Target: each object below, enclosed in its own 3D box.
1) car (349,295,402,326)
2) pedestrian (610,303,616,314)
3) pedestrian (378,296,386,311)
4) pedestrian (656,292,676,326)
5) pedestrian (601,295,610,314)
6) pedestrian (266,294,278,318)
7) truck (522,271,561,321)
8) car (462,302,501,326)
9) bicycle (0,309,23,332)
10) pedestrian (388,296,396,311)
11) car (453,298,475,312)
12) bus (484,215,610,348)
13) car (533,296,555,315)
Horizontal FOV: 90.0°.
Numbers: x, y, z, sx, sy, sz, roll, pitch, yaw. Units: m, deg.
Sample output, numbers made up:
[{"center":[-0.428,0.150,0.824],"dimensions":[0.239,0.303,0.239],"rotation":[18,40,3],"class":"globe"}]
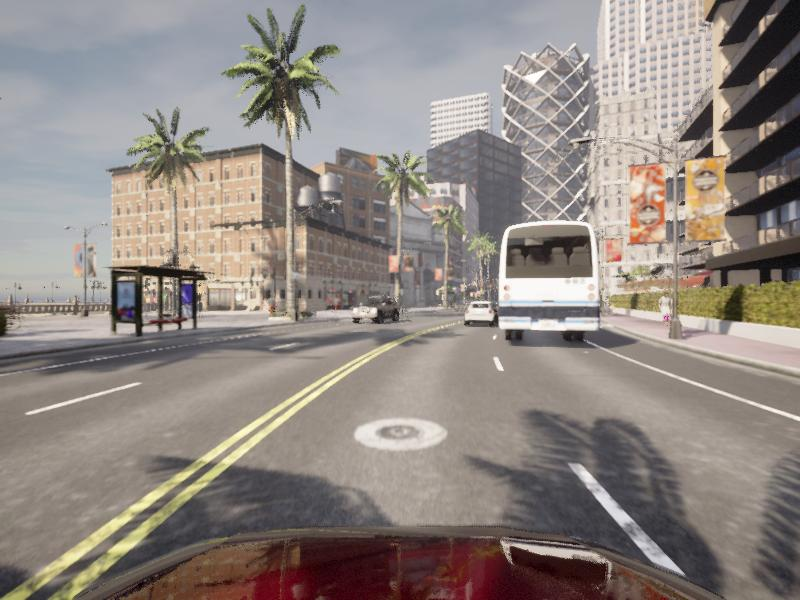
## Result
[{"center":[-1.589,0.638,27.561],"dimensions":[1.932,1.855,4.605],"rotation":[0,1,20],"class":"car"},{"center":[21.283,0.854,40.005],"dimensions":[0.500,1.100,0.500],"rotation":[0,0,20],"class":"pedestrian"},{"center":[-2.227,0.467,49.313],"dimensions":[0.751,1.860,0.751],"rotation":[0,0,20],"class":"pedestrian"},{"center":[14.660,0.480,22.060],"dimensions":[0.751,1.860,0.751],"rotation":[0,0,20],"class":"pedestrian"},{"center":[20.525,0.474,39.920],"dimensions":[0.751,1.860,0.751],"rotation":[0,0,19],"class":"pedestrian"},{"center":[-9.936,0.473,31.042],"dimensions":[0.751,1.860,0.751],"rotation":[0,0,-1],"class":"pedestrian"},{"center":[12.526,-0.332,35.183],"dimensions":[2.891,3.827,8.468],"rotation":[0,0,21],"class":"truck"},{"center":[5.393,0.845,26.033],"dimensions":[1.970,1.475,3.806],"rotation":[0,0,20],"class":"car"},{"center":[-18.225,0.929,18.158],"dimensions":[0.373,1.024,1.643],"rotation":[0,0,20],"class":"bicycle"},{"center":[-0.999,0.467,51.409],"dimensions":[0.751,1.860,0.751],"rotation":[0,0,33],"class":"pedestrian"},{"center":[8.764,0.676,54.761],"dimensions":[2.097,1.767,4.553],"rotation":[0,0,21],"class":"car"},{"center":[6.211,-0.543,18.238],"dimensions":[3.944,4.253,10.273],"rotation":[0,0,16],"class":"bus"},{"center":[15.995,0.556,44.281],"dimensions":[2.150,2.045,5.566],"rotation":[0,0,21],"class":"car"}]
